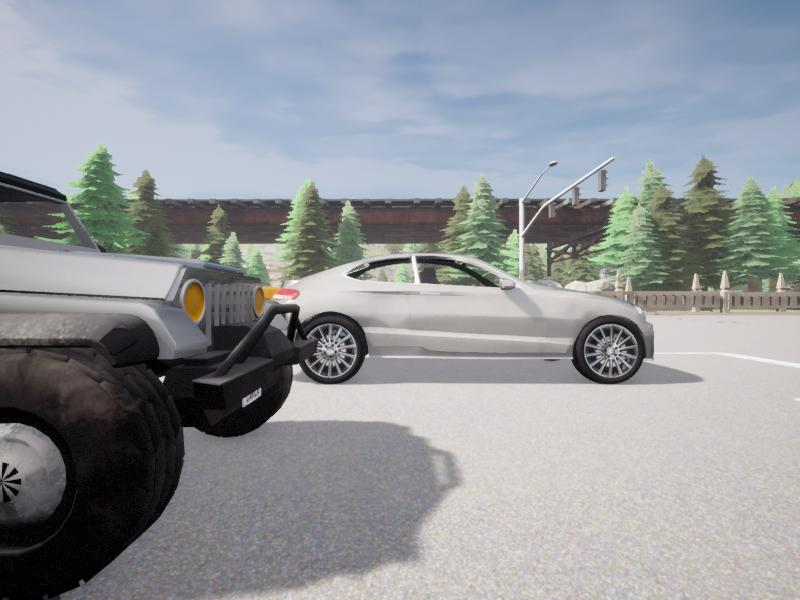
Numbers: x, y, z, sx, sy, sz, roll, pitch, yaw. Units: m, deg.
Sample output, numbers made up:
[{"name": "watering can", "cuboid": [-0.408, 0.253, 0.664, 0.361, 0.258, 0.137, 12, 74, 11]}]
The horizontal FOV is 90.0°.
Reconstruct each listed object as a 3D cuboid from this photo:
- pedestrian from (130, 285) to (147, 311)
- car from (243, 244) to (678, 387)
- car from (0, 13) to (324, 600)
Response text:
[{"name": "pedestrian", "cuboid": [-18.998, -0.115, 29.072, 0.751, 1.860, 0.751, 0, 0, 2]}, {"name": "car", "cuboid": [0.699, 0.181, 5.701, 5.027, 1.651, 2.152, 0, 0, 0]}, {"name": "car", "cuboid": [-2.535, 0.046, 2.201, 3.866, 1.878, 1.905, 0, 0, 0]}]
